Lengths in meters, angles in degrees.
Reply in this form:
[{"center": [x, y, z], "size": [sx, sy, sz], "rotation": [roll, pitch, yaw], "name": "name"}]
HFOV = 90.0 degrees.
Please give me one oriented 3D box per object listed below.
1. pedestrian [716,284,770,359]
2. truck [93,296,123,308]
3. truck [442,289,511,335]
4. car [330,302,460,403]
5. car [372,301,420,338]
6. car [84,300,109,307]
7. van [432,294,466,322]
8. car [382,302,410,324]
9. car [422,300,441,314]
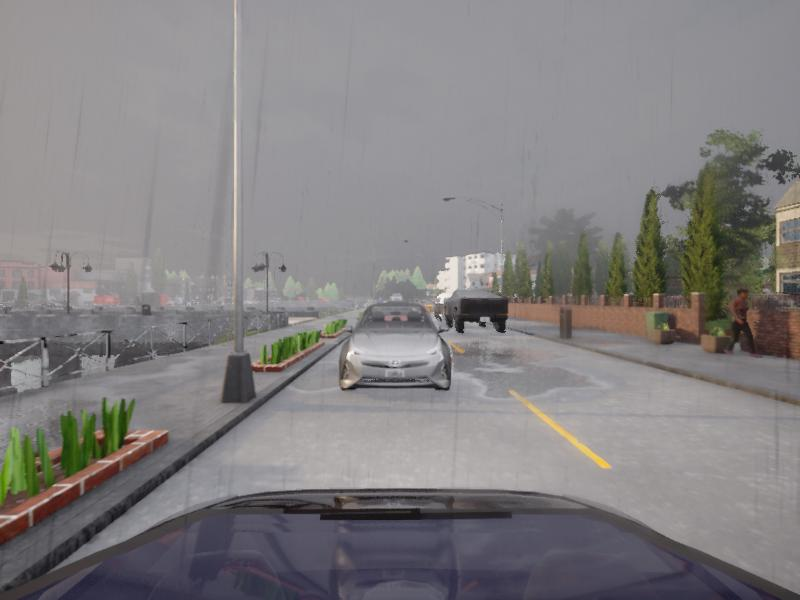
[{"center": [8.830, 0.532, 10.319], "size": [0.751, 1.860, 0.751], "rotation": [0, 0, -5], "name": "pedestrian"}, {"center": [-62.406, 0.343, 85.565], "size": [2.627, 2.467, 5.204], "rotation": [0, 0, 0], "name": "truck"}, {"center": [3.791, 0.539, 21.098], "size": [2.390, 2.098, 6.274], "rotation": [0, 0, 0], "name": "truck"}, {"center": [-0.083, 0.827, 8.412], "size": [2.007, 1.525, 4.514], "rotation": [0, 0, 0], "name": "car"}, {"center": [-0.158, 0.826, 19.055], "size": [2.007, 1.525, 4.514], "rotation": [0, 0, 0], "name": "car"}, {"center": [-66.423, 0.827, 87.650], "size": [1.837, 1.490, 4.892], "rotation": [0, 0, 0], "name": "car"}, {"center": [3.714, 0.568, 30.994], "size": [2.069, 2.038, 4.480], "rotation": [0, 0, 0], "name": "van"}, {"center": [-0.296, 0.851, 28.739], "size": [1.816, 1.474, 4.193], "rotation": [0, 0, -1], "name": "car"}, {"center": [3.592, 0.797, 46.751], "size": [1.801, 1.575, 5.366], "rotation": [0, 0, 0], "name": "car"}]
